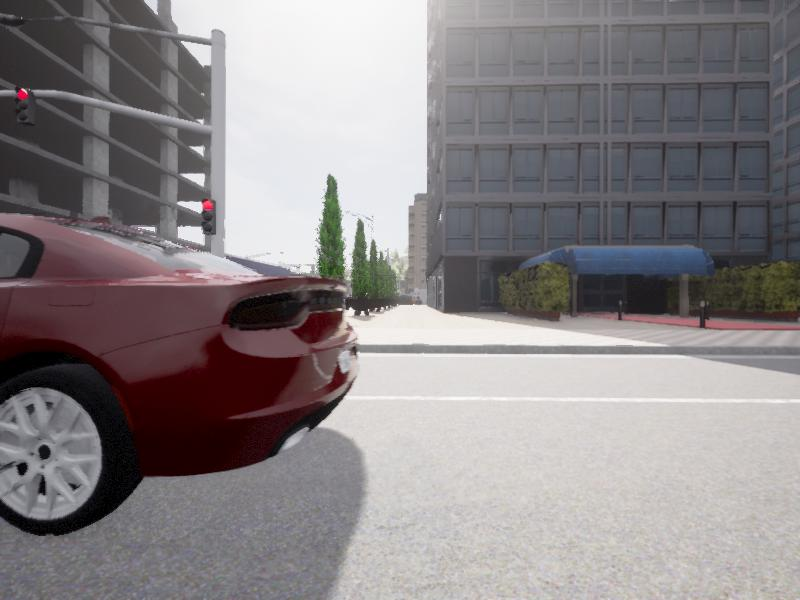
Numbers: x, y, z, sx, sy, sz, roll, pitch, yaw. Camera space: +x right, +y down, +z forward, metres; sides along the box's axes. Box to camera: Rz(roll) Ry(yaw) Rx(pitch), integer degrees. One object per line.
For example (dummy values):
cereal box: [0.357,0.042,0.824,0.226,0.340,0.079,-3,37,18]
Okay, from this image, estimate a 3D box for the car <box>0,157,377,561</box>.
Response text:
car: [-2.787,0.217,2.728,5.008,1.535,1.882,0,0,6]

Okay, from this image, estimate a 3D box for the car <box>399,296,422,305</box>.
car: [2.102,0.071,79.945,4.553,1.767,2.097,0,0,4]

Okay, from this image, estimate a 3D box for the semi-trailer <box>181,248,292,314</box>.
semi-trailer: [-12.762,-1.243,33.668,2.717,4.402,14.254,0,0,3]

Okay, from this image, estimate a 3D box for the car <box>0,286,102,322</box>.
car: [-16.747,0.179,19.354,1.789,1.549,3.705,0,0,2]

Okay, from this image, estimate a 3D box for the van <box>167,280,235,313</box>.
van: [-16.350,-0.253,33.379,2.351,2.431,6.366,0,0,2]

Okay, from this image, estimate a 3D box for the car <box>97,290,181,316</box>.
car: [-16.563,0.203,25.779,2.128,1.511,4.902,0,0,2]

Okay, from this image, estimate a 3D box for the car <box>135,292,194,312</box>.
car: [-19.833,0.162,34.014,1.801,1.575,5.366,0,0,2]

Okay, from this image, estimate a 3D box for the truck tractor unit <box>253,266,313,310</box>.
truck tractor unit: [-11.907,-1.136,41.514,3.053,4.208,6.516,0,0,15]

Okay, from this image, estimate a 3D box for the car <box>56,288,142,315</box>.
car: [-20.034,0.114,26.936,2.242,1.667,4.611,0,0,1]

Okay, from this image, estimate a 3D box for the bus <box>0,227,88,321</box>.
bus: [-20.160,-1.180,18.072,3.944,4.253,10.273,0,0,2]
